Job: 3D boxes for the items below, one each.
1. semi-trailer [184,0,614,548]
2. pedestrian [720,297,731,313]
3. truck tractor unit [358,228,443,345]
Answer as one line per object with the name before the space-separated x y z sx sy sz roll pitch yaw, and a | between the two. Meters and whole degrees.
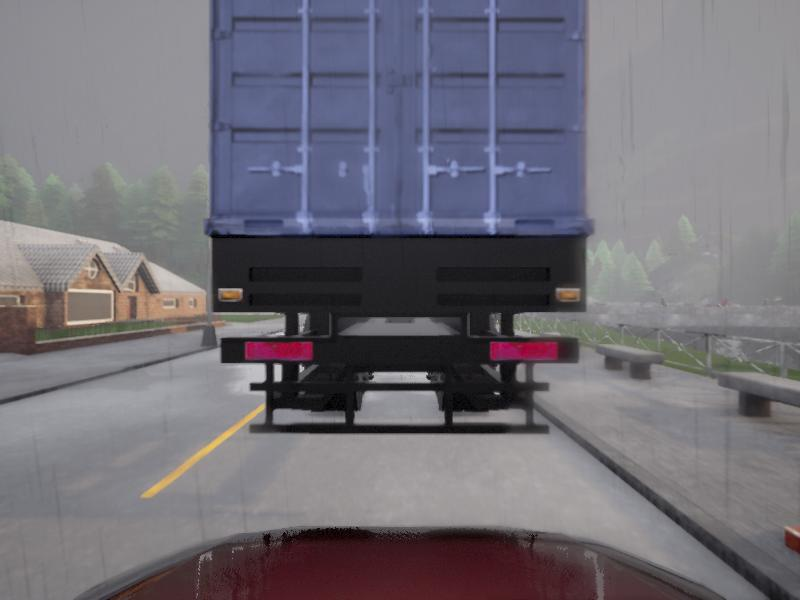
semi-trailer | 0.003 -0.605 9.665 2.717 4.402 14.254 0 0 0
pedestrian | 38.211 0.601 46.948 0.751 1.860 0.751 0 0 10
truck tractor unit | 0.009 -0.472 17.584 3.053 4.208 6.516 0 0 0
